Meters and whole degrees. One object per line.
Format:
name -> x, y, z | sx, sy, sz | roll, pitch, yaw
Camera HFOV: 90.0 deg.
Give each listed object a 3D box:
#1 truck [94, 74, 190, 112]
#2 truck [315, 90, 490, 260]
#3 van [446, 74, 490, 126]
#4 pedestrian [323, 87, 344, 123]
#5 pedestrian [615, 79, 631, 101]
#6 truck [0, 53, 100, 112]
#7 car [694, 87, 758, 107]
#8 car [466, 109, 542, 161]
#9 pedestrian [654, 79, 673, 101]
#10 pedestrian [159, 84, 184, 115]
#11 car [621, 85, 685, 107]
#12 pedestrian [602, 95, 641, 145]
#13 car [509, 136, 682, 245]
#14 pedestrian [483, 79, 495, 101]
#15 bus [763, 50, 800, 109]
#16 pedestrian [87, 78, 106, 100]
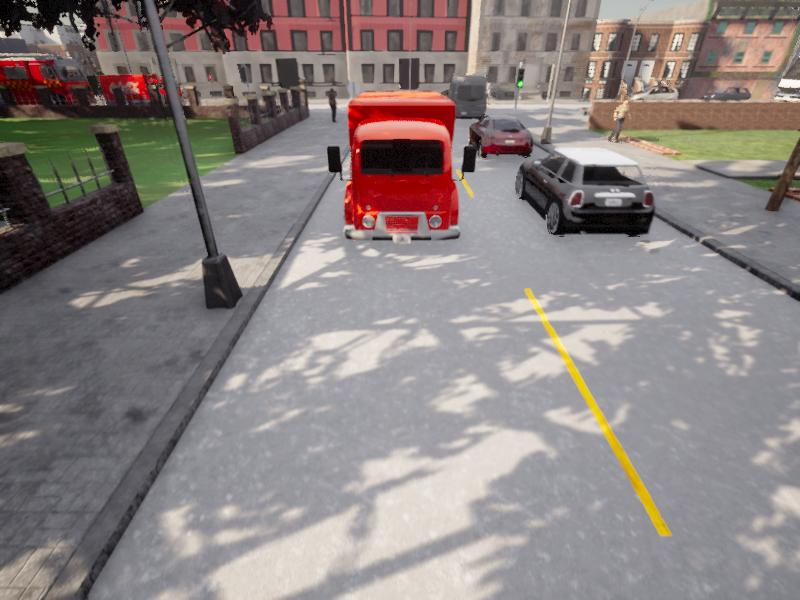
truck -> -19.830, -16.128, 31.121 | 5.204, 2.467, 2.627 | 0, 30, -1
truck -> 0.020, -3.105, 8.869 | 2.627, 2.467, 5.204 | 0, 31, 0
van -> 4.175, -12.916, 25.604 | 1.988, 2.561, 5.915 | 1, 30, 2
pedestrian -> -3.915, -11.444, 23.489 | 0.751, 1.860, 0.751 | 24, 38, 35
pedestrian -> 21.714, -20.451, 38.951 | 0.751, 1.860, 0.751 | 6, 31, 10
truck -> -28.991, -16.726, 30.784 | 8.468, 3.827, 2.891 | 0, 30, 0
car -> 28.289, -17.691, 34.823 | 3.633, 1.501, 1.845 | 0, 30, 0
car -> 4.033, -6.832, 16.351 | 1.994, 1.385, 4.181 | 0, 30, 0
pedestrian -> 25.644, -20.443, 38.946 | 0.751, 1.860, 0.751 | 0, 30, -1
pedestrian -> -15.435, -13.551, 27.072 | 0.751, 1.860, 0.751 | 0, 30, 1
car -> 21.930, -17.740, 34.818 | 3.988, 1.617, 1.851 | 0, 30, 0
pedestrian -> 9.382, -7.652, 17.009 | 0.751, 1.860, 0.751 | -7, 31, -12
car -> 4.023, -2.668, 9.122 | 1.970, 1.475, 3.806 | 0, 30, 0
pedestrian -> 8.537, -20.188, 38.476 | 0.751, 1.860, 0.751 | -3, 30, -5
bus -> 38.531, -18.781, 34.013 | 10.273, 4.253, 3.944 | 0, 30, 0
pedestrian -> -29.806, -20.757, 39.371 | 0.751, 1.860, 0.751 | -6, 31, -10
